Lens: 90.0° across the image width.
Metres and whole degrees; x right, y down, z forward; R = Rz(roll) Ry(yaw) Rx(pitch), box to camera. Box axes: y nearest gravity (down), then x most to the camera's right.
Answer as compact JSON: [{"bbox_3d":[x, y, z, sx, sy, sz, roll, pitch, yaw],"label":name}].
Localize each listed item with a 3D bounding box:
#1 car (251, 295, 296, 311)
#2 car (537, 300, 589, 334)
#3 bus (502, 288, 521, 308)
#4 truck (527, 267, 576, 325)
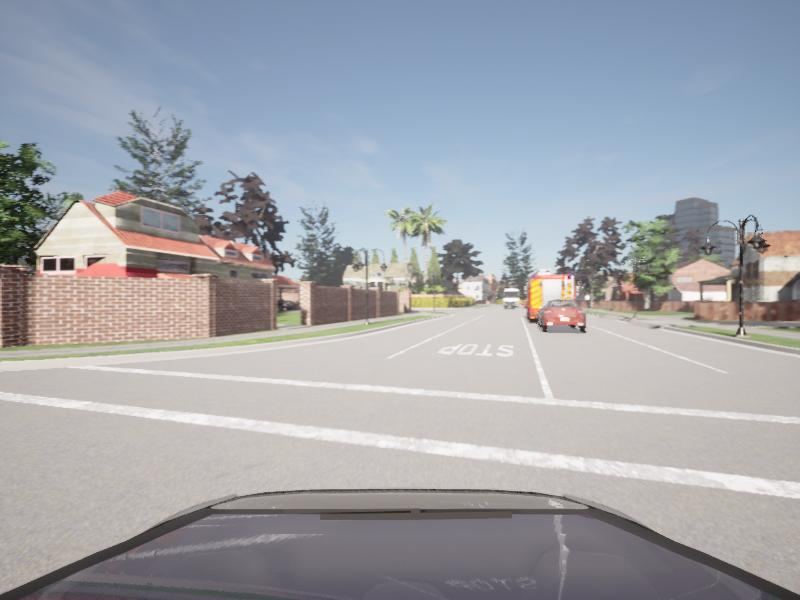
[{"bbox_3d":[-14.450,0.325,45.619,4.605,1.855,1.932,0,0,16],"label":"car"},{"bbox_3d":[8.819,0.826,22.031,2.152,1.651,5.027,0,0,16],"label":"car"},{"bbox_3d":[25.785,-0.406,92.008,3.944,4.253,10.273,0,0,16],"label":"bus"},{"bbox_3d":[11.395,-0.264,30.841,2.891,3.827,8.468,0,0,16],"label":"truck"}]
